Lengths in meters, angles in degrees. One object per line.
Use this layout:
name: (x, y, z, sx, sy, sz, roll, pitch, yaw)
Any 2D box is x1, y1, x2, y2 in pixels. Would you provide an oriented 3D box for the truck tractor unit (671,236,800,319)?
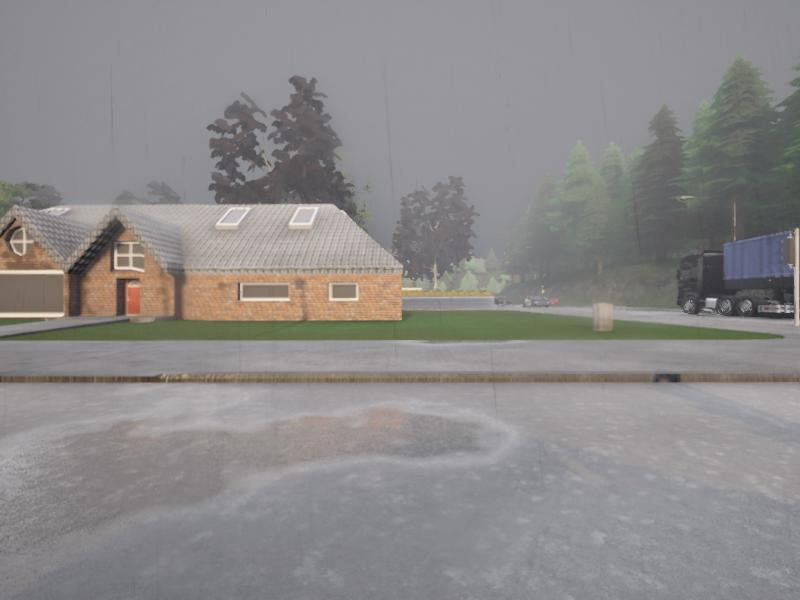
truck tractor unit: (19.786, -1.162, 23.772, 3.053, 4.208, 6.516, 0, 0, 1)

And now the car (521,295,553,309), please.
car: (15.984, 0.199, 46.934, 2.038, 1.542, 4.974, 0, 0, 0)

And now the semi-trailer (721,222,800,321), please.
semi-trailer: (18.969, -1.257, 15.907, 2.717, 4.402, 14.254, 0, 0, 8)

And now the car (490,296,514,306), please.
car: (16.183, 0.153, 63.854, 2.152, 1.651, 5.027, 0, 0, -4)
